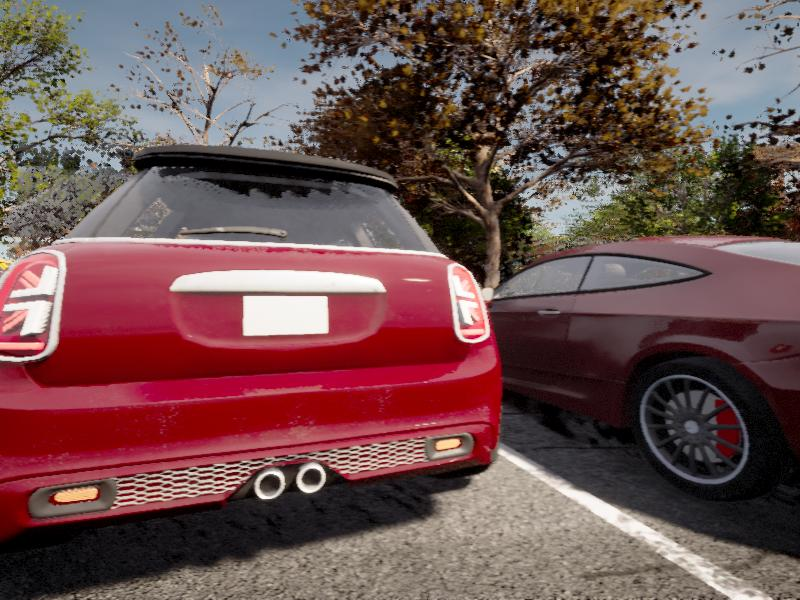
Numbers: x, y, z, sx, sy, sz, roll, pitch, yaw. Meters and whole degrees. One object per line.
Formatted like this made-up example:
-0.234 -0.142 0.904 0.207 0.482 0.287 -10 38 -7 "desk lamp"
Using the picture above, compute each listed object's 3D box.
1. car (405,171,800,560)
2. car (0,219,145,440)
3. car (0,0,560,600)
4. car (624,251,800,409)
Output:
1.814 0.268 3.502 2.002 1.452 4.674 0 -1 -20 "car"
-4.174 0.229 3.656 1.946 1.575 5.366 0 -1 -20 "car"
-1.138 0.103 3.457 2.185 1.767 4.553 0 -1 -20 "car"
4.775 0.268 3.542 2.002 1.452 4.674 0 -1 -21 "car"
